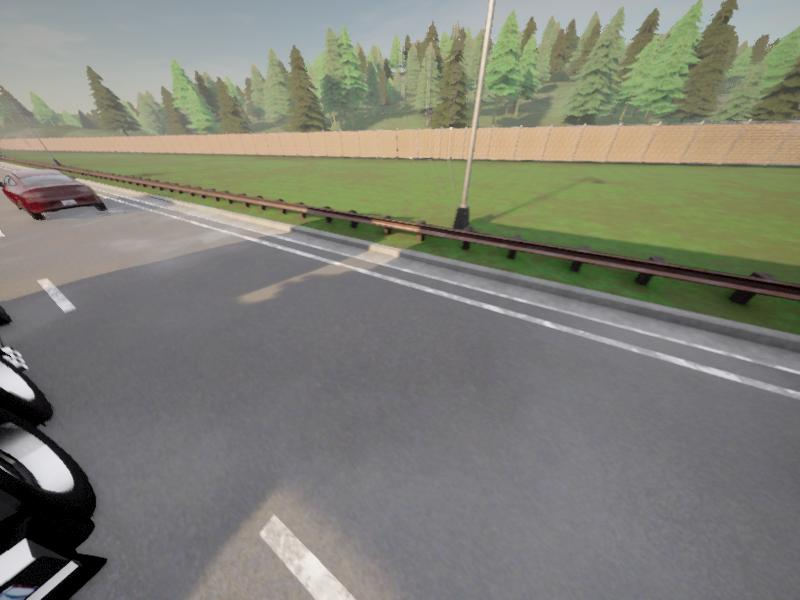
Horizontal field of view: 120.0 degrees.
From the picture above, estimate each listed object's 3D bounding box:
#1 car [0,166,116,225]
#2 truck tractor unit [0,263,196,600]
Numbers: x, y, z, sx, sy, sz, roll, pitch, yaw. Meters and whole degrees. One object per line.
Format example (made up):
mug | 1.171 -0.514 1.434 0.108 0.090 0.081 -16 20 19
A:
car | -13.661 -4.230 8.996 4.674 1.442 1.812 18 39 24
truck tractor unit | -5.112 -0.297 0.796 6.516 4.208 3.053 18 39 24
